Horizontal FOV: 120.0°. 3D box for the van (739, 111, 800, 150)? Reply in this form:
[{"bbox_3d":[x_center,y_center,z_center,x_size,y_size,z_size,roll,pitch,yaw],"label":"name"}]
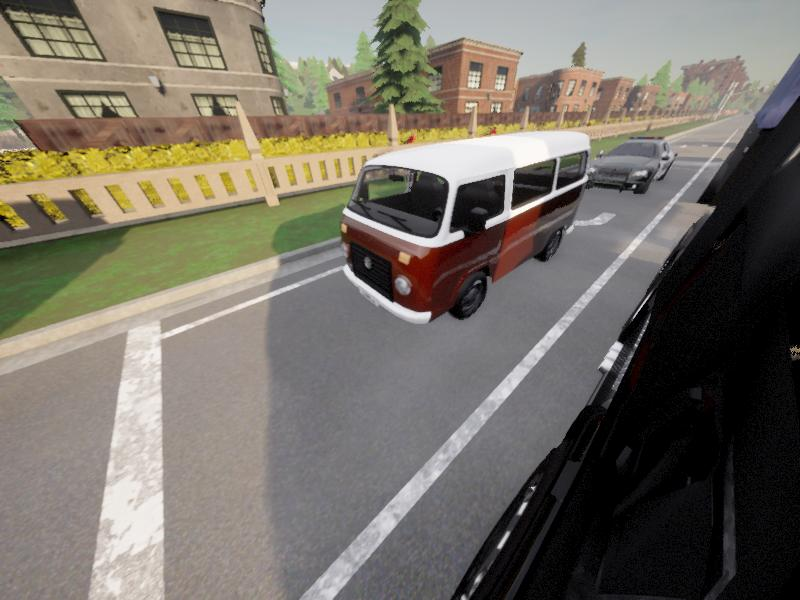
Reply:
[{"bbox_3d":[26.503,-12.144,16.469,4.442,1.987,1.775,-28,44,-29],"label":"van"}]

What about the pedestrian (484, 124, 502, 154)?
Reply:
[{"bbox_3d":[7.230,-12.493,18.004,0.751,1.860,0.751,-29,44,-30],"label":"pedestrian"}]

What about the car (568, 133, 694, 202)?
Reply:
[{"bbox_3d":[8.841,-5.246,8.797,4.974,1.542,2.038,-28,44,-29],"label":"car"}]

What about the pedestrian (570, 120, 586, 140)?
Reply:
[{"bbox_3d":[20.422,-19.529,26.531,0.751,1.860,0.751,10,39,16],"label":"pedestrian"}]

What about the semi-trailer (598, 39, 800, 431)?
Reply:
[{"bbox_3d":[8.698,-3.611,4.220,14.254,4.402,2.717,-28,44,-30],"label":"semi-trailer"}]

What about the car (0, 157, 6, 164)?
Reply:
[{"bbox_3d":[-63.198,-21.457,35.158,1.816,1.474,4.193,-28,43,-29],"label":"car"}]

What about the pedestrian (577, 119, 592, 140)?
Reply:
[{"bbox_3d":[21.018,-19.439,26.373,0.751,1.860,0.751,19,42,26],"label":"pedestrian"}]

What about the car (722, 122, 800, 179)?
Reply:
[{"bbox_3d":[16.767,-6.781,10.257,5.027,1.651,2.152,-28,44,-30],"label":"car"}]

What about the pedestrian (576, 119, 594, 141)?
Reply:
[{"bbox_3d":[20.128,-18.480,25.151,0.751,1.860,0.751,-29,44,-30],"label":"pedestrian"}]

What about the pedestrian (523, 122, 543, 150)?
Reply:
[{"bbox_3d":[11.156,-13.738,19.409,0.751,1.860,0.751,-27,43,-29],"label":"pedestrian"}]

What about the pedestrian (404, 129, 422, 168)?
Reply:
[{"bbox_3d":[0.777,-8.955,13.705,0.751,1.860,0.751,-27,43,-28],"label":"pedestrian"}]

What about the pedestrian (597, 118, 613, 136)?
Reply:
[{"bbox_3d":[26.618,-22.389,29.943,0.751,1.860,0.751,-28,44,-30],"label":"pedestrian"}]

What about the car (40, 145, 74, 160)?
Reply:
[{"bbox_3d":[-59.501,-25.636,40.171,1.905,1.878,3.866,-28,43,-29],"label":"car"}]

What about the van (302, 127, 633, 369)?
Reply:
[{"bbox_3d":[1.289,-1.409,3.749,4.480,2.038,2.069,-28,44,-30],"label":"van"}]

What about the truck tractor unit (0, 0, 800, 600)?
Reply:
[{"bbox_3d":[2.645,-0.295,0.351,6.516,4.208,3.053,-28,44,-30],"label":"truck tractor unit"}]

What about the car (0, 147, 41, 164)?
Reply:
[{"bbox_3d":[-60.748,-23.203,37.002,1.932,1.855,4.605,-28,43,-29],"label":"car"}]
